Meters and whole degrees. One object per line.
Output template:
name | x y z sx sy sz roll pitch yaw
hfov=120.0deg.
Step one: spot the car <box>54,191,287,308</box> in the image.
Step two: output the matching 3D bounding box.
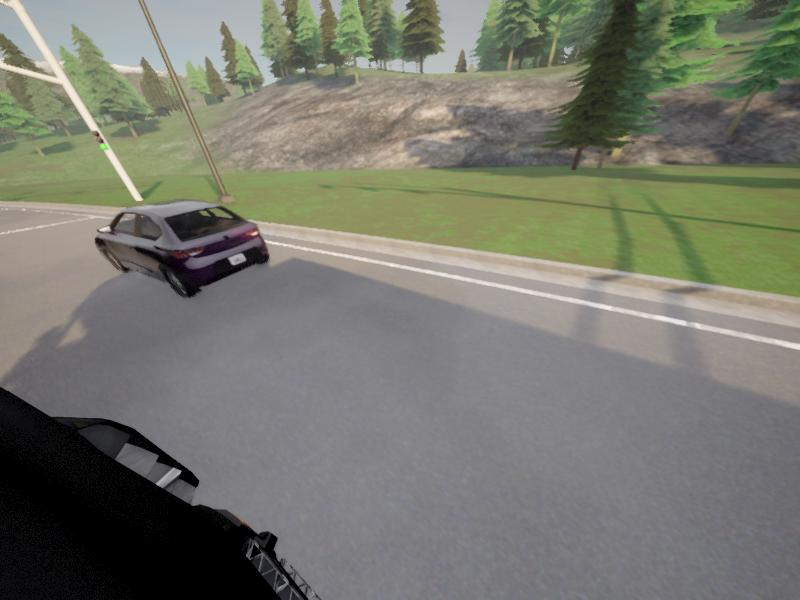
car | -4.920 -1.387 5.076 4.193 1.474 1.816 14 37 23
